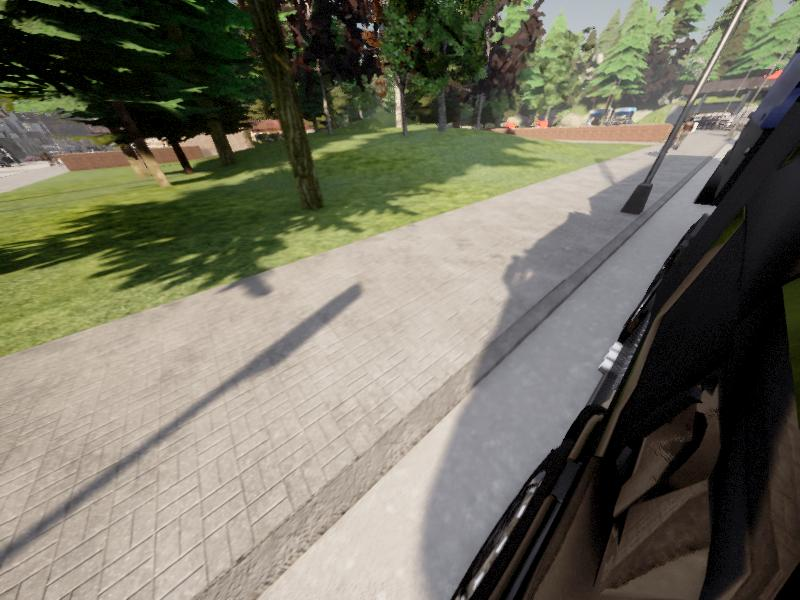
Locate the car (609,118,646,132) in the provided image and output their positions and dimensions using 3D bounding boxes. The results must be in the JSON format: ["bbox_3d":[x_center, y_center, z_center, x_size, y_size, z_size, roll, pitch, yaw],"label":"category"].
[{"bbox_3d":[40.244,-31.002,40.940,1.905,1.878,3.866,-28,43,-29],"label":"car"}]

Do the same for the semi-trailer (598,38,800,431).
[{"bbox_3d":[8.667,-3.628,4.255,14.254,4.402,2.717,-28,44,-30],"label":"semi-trailer"}]

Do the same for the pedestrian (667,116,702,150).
[{"bbox_3d":[20.101,-11.778,16.338,0.751,1.860,0.751,-29,44,-31],"label":"pedestrian"}]

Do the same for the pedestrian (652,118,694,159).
[{"bbox_3d":[15.401,-9.130,13.103,0.751,1.860,0.751,21,43,28],"label":"pedestrian"}]

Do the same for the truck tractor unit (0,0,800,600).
[{"bbox_3d":[2.645,-0.295,0.352,6.516,4.208,3.053,-28,44,-30],"label":"truck tractor unit"}]

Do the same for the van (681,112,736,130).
[{"bbox_3d":[48.865,-28.381,36.741,2.069,2.038,4.480,-17,39,-21],"label":"van"}]

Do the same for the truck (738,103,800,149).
[{"bbox_3d":[27.771,-12.714,16.786,5.204,2.467,2.627,-28,43,-29],"label":"truck"}]

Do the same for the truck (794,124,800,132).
[{"bbox_3d":[45.966,-19.371,24.506,2.627,2.467,5.204,29,47,35],"label":"truck"}]

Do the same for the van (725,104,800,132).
[{"bbox_3d":[46.057,-22.976,29.272,1.988,2.561,5.915,8,38,12],"label":"van"}]

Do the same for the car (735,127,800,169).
[{"bbox_3d":[18.889,-7.604,11.455,4.181,1.385,1.994,-27,43,-29],"label":"car"}]
